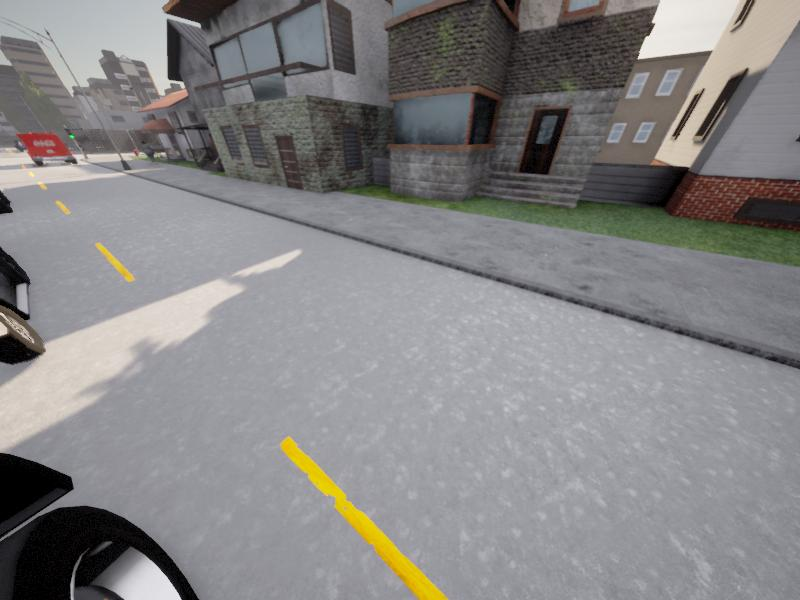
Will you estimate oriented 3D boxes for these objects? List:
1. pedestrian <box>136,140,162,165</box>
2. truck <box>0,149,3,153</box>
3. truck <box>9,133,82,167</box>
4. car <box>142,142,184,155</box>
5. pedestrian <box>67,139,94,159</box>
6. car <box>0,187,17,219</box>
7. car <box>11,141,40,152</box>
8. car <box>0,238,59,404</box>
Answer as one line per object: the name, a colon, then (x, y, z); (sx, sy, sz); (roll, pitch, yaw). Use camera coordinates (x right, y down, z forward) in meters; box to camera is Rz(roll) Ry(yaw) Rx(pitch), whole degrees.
pedestrian: (-23.104, -13.574, 21.258); (0.751, 1.860, 0.751); (22, 41, 28)
truck: (-66.590, -24.736, 36.891); (6.274, 2.098, 2.390); (22, 41, 28)
truck: (-33.665, -14.341, 21.976); (5.204, 2.467, 2.627); (22, 40, 28)
car: (-37.042, -23.841, 36.216); (1.851, 1.617, 3.988); (22, 41, 28)
pedestrian: (-35.923, -16.952, 25.987); (0.751, 1.860, 0.751); (4, 35, 5)
car: (-15.441, -3.896, 7.730); (3.866, 1.878, 1.905); (23, 41, 27)
car: (-65.610, -26.916, 40.493); (4.514, 1.525, 2.007); (22, 41, 28)
car: (-6.328, -0.134, 2.573); (4.605, 1.855, 1.932); (21, 40, 29)
